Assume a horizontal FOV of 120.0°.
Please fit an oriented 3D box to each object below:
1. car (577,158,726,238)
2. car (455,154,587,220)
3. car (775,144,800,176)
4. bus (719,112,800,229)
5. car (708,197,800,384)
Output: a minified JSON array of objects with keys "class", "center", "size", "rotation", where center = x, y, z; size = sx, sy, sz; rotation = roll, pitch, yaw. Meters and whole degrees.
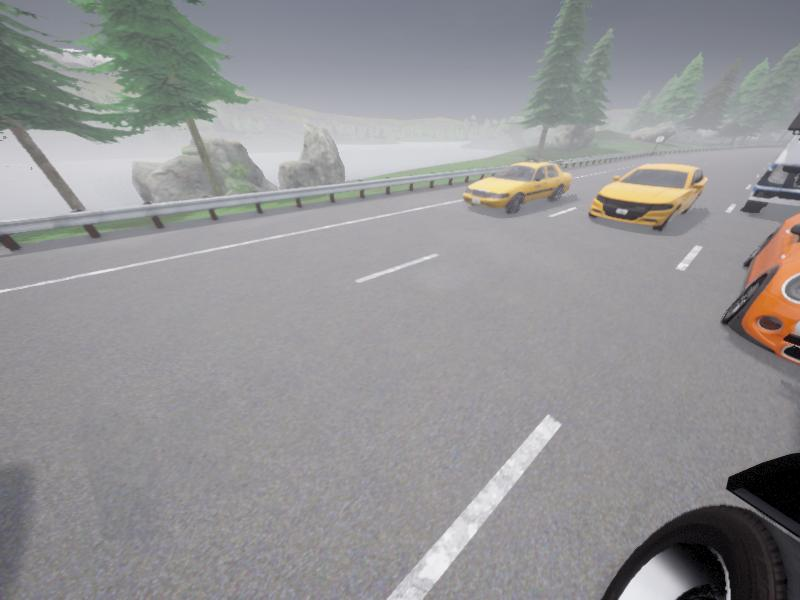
[{"class":"car","center":[8.263,-3.558,7.544],"size":[5.008,1.535,1.882],"rotation":[-23,41,-29]},{"class":"car","center":[4.794,-4.608,9.022],"size":[5.366,1.575,1.801],"rotation":[-23,41,-28]},{"class":"car","center":[28.360,-9.571,15.783],"size":[4.611,1.667,2.242],"rotation":[-23,41,-28]},{"class":"bus","center":[16.109,-5.399,7.734],"size":[10.273,4.253,3.944],"rotation":[-23,41,-28]},{"class":"car","center":[6.455,-0.408,2.873],"size":[4.553,1.767,2.097],"rotation":[-23,41,-28]}]
